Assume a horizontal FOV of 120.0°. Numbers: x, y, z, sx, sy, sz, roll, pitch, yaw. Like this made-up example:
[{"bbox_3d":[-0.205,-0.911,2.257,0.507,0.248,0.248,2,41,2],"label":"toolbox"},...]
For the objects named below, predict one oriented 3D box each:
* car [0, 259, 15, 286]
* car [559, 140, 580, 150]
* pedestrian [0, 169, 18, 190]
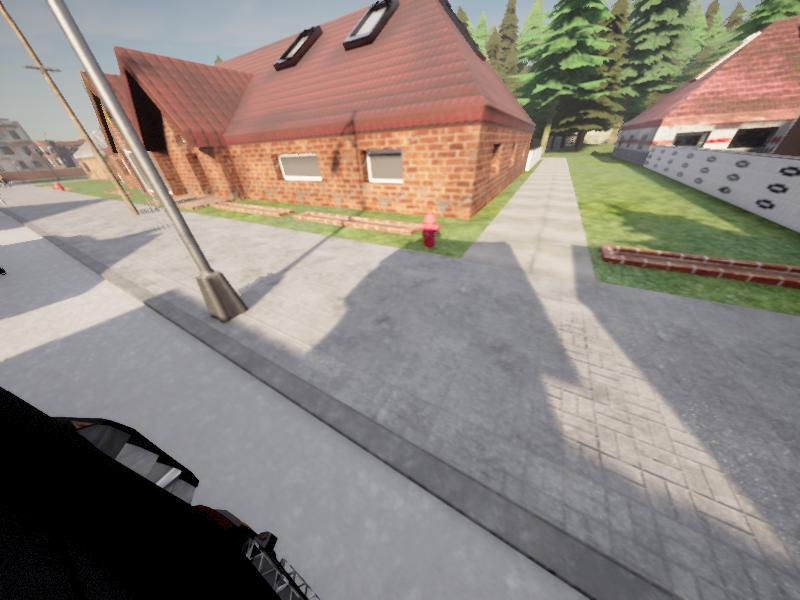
[{"bbox_3d":[-11.399,-1.201,5.240,5.008,1.535,1.882,16,38,26],"label":"car"},{"bbox_3d":[42.021,-38.532,57.333,3.866,1.878,1.905,16,38,26],"label":"car"},{"bbox_3d":[-42.191,-12.769,24.482,0.751,1.860,0.751,-23,39,-27],"label":"pedestrian"}]
